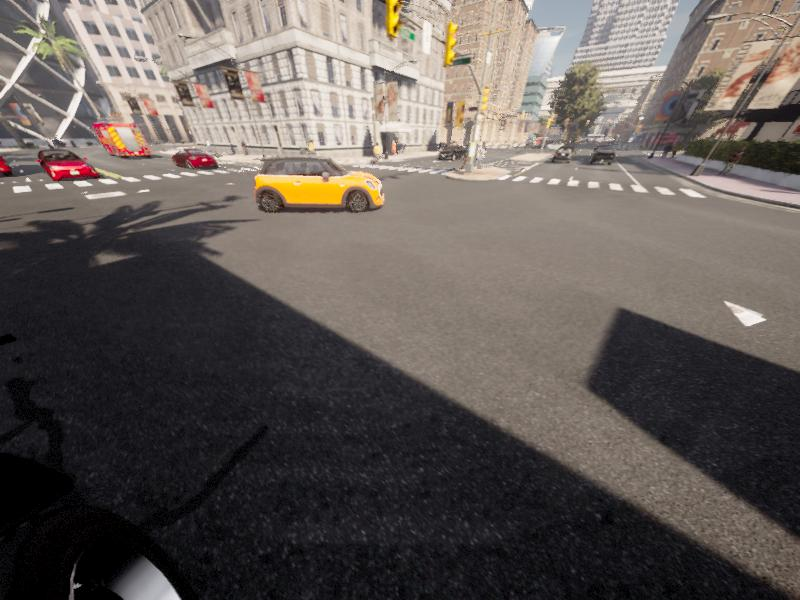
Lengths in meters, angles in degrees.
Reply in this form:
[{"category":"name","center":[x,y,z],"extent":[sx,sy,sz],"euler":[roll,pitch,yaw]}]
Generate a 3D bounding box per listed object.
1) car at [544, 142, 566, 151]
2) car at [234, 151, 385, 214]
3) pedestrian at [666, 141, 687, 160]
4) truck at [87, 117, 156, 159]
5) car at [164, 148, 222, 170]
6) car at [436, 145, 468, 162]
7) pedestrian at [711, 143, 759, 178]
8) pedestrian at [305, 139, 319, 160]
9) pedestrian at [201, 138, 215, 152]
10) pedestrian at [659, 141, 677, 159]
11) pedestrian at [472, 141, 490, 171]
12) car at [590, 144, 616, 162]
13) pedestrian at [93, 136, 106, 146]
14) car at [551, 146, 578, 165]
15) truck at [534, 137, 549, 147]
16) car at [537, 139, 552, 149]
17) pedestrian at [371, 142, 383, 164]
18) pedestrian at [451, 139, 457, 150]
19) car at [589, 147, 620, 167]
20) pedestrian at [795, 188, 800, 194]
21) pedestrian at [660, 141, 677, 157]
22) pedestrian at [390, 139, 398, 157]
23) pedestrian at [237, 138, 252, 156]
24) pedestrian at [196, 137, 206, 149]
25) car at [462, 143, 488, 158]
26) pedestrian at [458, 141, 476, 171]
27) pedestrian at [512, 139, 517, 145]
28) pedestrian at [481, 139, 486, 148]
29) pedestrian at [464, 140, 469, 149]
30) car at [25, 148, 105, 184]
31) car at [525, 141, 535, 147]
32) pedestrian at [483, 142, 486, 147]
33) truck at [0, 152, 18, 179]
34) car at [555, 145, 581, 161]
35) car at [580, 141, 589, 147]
[{"category":"car","center":[34.481,-34.222,51.424],"extent":[3.633,1.501,1.845],"euler":[21,40,27]},{"category":"car","center":[-2.900,-4.413,8.588],"extent":[4.553,1.767,2.097],"euler":[0,35,-1]},{"category":"pedestrian","center":[32.920,-17.808,27.536],"extent":[0.751,1.860,0.751],"euler":[21,40,27]},{"category":"truck","center":[-34.448,-19.900,28.524],"extent":[8.468,3.827,2.891],"euler":[23,41,29]},{"category":"car","center":[-17.734,-12.150,19.805],"extent":[4.181,1.385,1.994],"euler":[20,40,26]},{"category":"car","center":[6.399,-17.912,28.078],"extent":[1.837,1.490,4.892],"euler":[22,41,27]},{"category":"pedestrian","center":[21.420,-8.926,14.836],"extent":[0.751,1.860,0.751],"euler":[19,39,25]},{"category":"pedestrian","center":[-9.441,-16.176,24.855],"extent":[0.751,1.860,0.751],"euler":[-27,44,-34]},{"category":"pedestrian","center":[-29.566,-23.871,35.598],"extent":[0.751,1.860,0.751],"euler":[22,41,28]},{"category":"pedestrian","center":[33.520,-18.772,28.908],"extent":[0.751,1.860,0.751],"euler":[-27,44,-33]},{"category":"pedestrian","center":[6.068,-10.820,17.404],"extent":[0.751,1.860,0.751],"euler":[24,41,29]},{"category":"car","center":[24.875,-18.110,28.421],"extent":[1.851,1.617,3.988],"euler":[22,40,27]},{"category":"pedestrian","center":[-70.784,-37.408,54.445],"extent":[0.751,1.860,0.751],"euler":[-3,35,-4]},{"category":"car","center":[18.108,-16.007,25.425],"extent":[1.789,1.549,3.705],"euler":[22,41,27]},{"category":"truck","center":[45.929,-51.294,74.923],"extent":[2.627,2.467,5.204],"euler":[22,40,27]},{"category":"car","center":[37.892,-40.850,60.416],"extent":[2.150,2.045,5.566],"euler":[22,40,27]},{"category":"pedestrian","center":[-2.296,-14.726,23.124],"extent":[0.751,1.860,0.751],"euler":[26,43,32]},{"category":"pedestrian","center":[11.137,-32.291,47.892],"extent":[0.751,1.860,0.751],"euler":[16,38,21]},{"category":"car","center":[21.268,-15.058,24.159],"extent":[1.837,1.490,4.892],"euler":[22,40,27]},{"category":"pedestrian","center":[19.070,-5.587,10.080],"extent":[0.751,1.860,0.751],"euler":[7,36,9]},{"category":"pedestrian","center":[38.333,-21.581,33.000],"extent":[0.751,1.860,0.751],"euler":[23,41,28]},{"category":"pedestrian","center":[-0.781,-19.574,29.750],"extent":[0.751,1.860,0.751],"euler":[19,39,25]},{"category":"pedestrian","center":[-19.609,-19.275,29.163],"extent":[0.751,1.860,0.751],"euler":[22,40,27]},{"category":"pedestrian","center":[-40.157,-31.692,46.601],"extent":[0.751,1.860,0.751],"euler":[-15,38,-21]},{"category":"car","center":[10.896,-21.681,33.425],"extent":[1.882,1.535,5.008],"euler":[22,40,27]},{"category":"pedestrian","center":[5.066,-10.944,17.572],"extent":[0.751,1.860,0.751],"euler":[22,41,28]},{"category":"pedestrian","center":[40.319,-55.675,81.315],"extent":[0.751,1.860,0.751],"euler":[19,39,24]},{"category":"pedestrian","center":[21.328,-39.869,58.995],"extent":[0.751,1.860,0.751],"euler":[18,39,23]},{"category":"pedestrian","center":[15.215,-35.670,52.984],"extent":[0.751,1.860,0.751],"euler":[17,39,23]},{"category":"car","center":[-20.846,-8.433,14.369],"extent":[4.514,1.525,2.007],"euler":[22,41,28]},{"category":"car","center":[42.941,-51.632,76.389],"extent":[1.895,1.301,4.718],"euler":[22,40,27]},{"category":"pedestrian","center":[23.359,-42.799,63.563],"extent":[0.500,1.100,0.500],"euler":[21,40,27]},{"category":"truck","center":[-28.680,-10.101,14.674],"extent":[8.468,3.827,2.891],"euler":[22,41,28]},{"category":"car","center":[21.604,-18.920,29.611],"extent":[2.007,1.525,4.514],"euler":[22,40,27]},{"category":"car","center":[63.651,-54.003,79.727],"extent":[1.801,1.575,5.366],"euler":[22,40,27]}]
